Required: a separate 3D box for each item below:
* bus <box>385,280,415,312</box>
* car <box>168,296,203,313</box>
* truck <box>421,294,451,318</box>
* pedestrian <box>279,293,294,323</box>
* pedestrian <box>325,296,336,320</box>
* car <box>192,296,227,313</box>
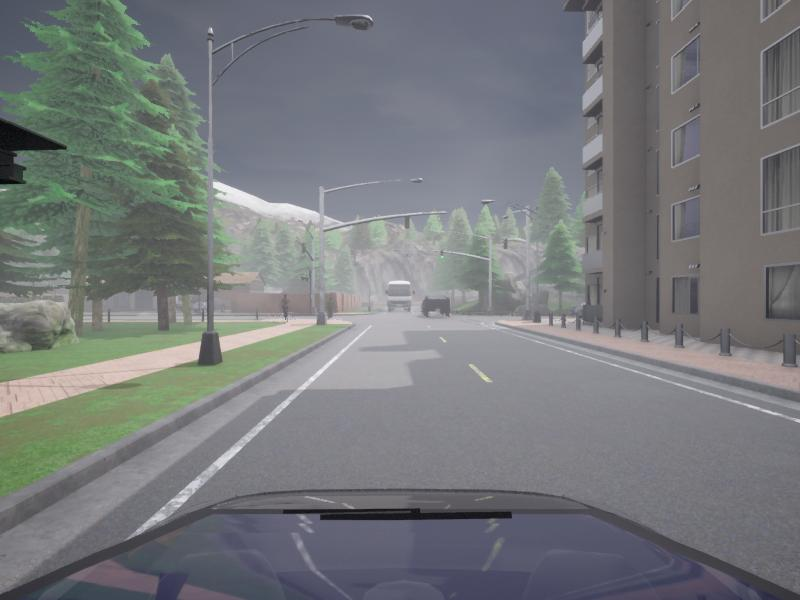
[{"bbox_3d":[0.035,-0.534,57.845,3.944,4.253,10.273,0,0,0],"label":"bus"},{"bbox_3d":[-24.091,0.505,45.073,1.905,1.878,3.866,0,0,-1],"label":"car"},{"bbox_3d":[3.446,0.545,39.396,2.390,2.098,6.274,0,0,0],"label":"truck"},{"bbox_3d":[-7.056,0.485,24.844,0.751,1.860,0.751,0,0,-5],"label":"pedestrian"},{"bbox_3d":[-5.388,0.631,31.030,0.751,1.860,0.751,0,0,-18],"label":"pedestrian"},{"bbox_3d":[-21.587,0.503,45.523,1.932,1.855,4.605,0,0,-1],"label":"car"}]
